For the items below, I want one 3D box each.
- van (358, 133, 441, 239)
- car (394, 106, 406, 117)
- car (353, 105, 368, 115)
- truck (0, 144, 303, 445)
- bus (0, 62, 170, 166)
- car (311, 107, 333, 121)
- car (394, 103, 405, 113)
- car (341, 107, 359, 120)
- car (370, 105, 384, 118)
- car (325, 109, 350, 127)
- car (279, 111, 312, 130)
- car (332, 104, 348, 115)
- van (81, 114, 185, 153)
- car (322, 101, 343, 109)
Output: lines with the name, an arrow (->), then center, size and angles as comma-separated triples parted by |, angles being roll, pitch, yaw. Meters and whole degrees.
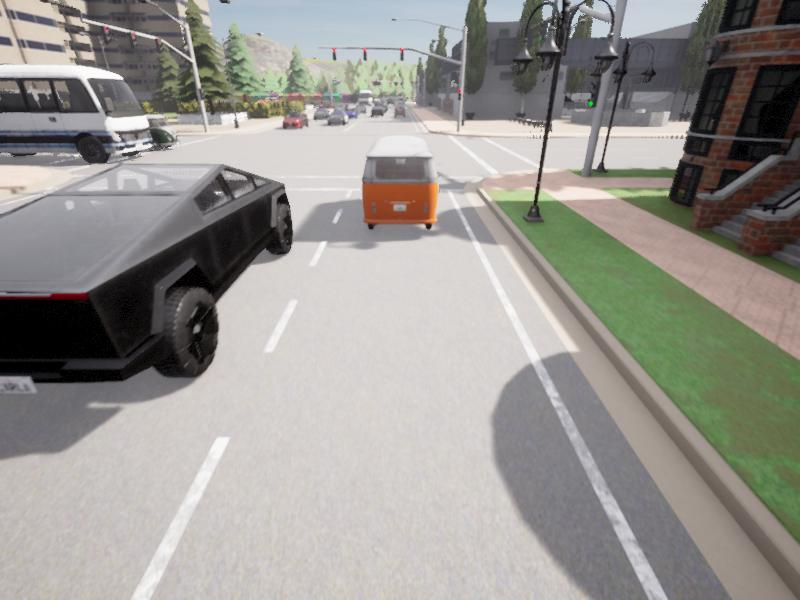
van -> 0.005, -3.337, 10.998 | 1.775, 1.987, 4.442 | 0, 27, 0
car -> -0.018, -29.633, 62.819 | 1.789, 1.549, 3.705 | 0, 27, 0
car -> -7.021, -33.976, 71.406 | 2.128, 1.511, 4.902 | 0, 27, 0
truck -> -3.501, -0.953, 6.203 | 2.390, 2.098, 6.274 | 0, 27, 0
bus -> -18.120, -9.166, 19.815 | 10.273, 4.253, 3.944 | 0, 27, 0
car -> -10.516, -25.234, 54.221 | 2.038, 1.542, 4.974 | 0, 27, 0
car -> -0.022, -37.300, 77.770 | 2.038, 1.542, 4.974 | 0, 27, 0
car -> -7.016, -26.501, 56.715 | 2.007, 1.525, 4.514 | 0, 27, 0
car -> -3.518, -29.737, 62.927 | 1.930, 1.638, 5.238 | 0, 27, 0
car -> -7.013, -20.678, 45.338 | 2.038, 1.542, 4.974 | 0, 27, 0
car -> -10.575, -18.326, 40.732 | 2.007, 1.525, 4.514 | 1, 27, 1
car -> -10.520, -33.586, 70.405 | 2.033, 1.649, 4.856 | 0, 27, 0
van -> -15.658, -9.903, 23.753 | 4.442, 1.987, 1.775 | -3, 27, -6
car -> -16.797, -48.415, 99.463 | 4.611, 1.667, 2.242 | 12, 29, 22
